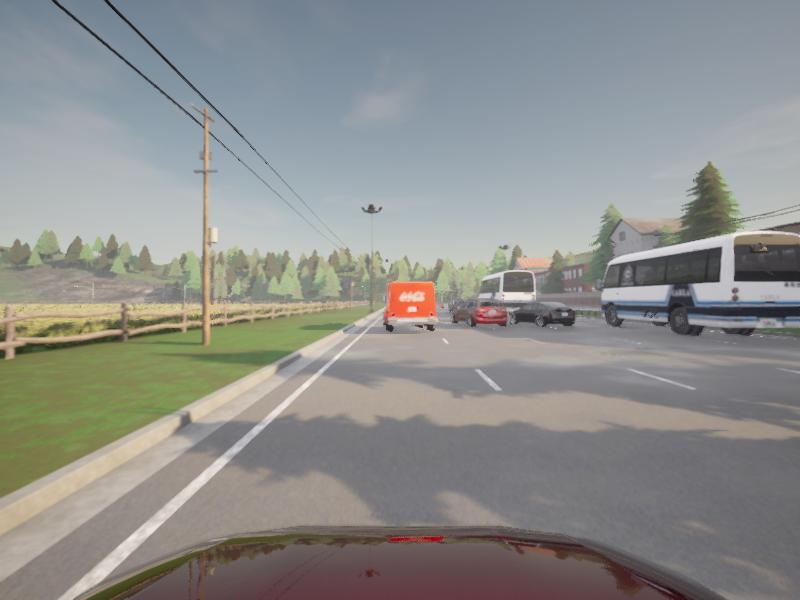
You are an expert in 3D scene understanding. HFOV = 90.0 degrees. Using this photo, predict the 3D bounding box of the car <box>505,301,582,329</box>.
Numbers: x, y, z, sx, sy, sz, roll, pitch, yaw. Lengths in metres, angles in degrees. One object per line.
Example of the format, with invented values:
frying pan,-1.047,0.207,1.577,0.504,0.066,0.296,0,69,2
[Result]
car,8.593,0.844,24.460,2.163,1.488,4.792,0,0,-14

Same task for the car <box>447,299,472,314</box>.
car,7.002,0.742,47.521,2.242,1.667,4.611,0,0,0

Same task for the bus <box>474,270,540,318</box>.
bus,10.380,-0.546,40.405,3.944,4.253,10.273,0,0,0

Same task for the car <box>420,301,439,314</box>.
car,3.500,0.839,48.104,1.970,1.475,3.806,0,0,0

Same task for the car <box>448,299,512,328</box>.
car,4.812,0.749,24.793,2.242,1.667,4.611,0,0,-12

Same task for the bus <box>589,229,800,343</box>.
bus,13.879,-0.539,20.078,3.944,4.253,10.273,0,0,0

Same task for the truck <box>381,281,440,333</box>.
truck,0.392,0.347,21.617,2.627,2.467,5.204,0,0,-5
